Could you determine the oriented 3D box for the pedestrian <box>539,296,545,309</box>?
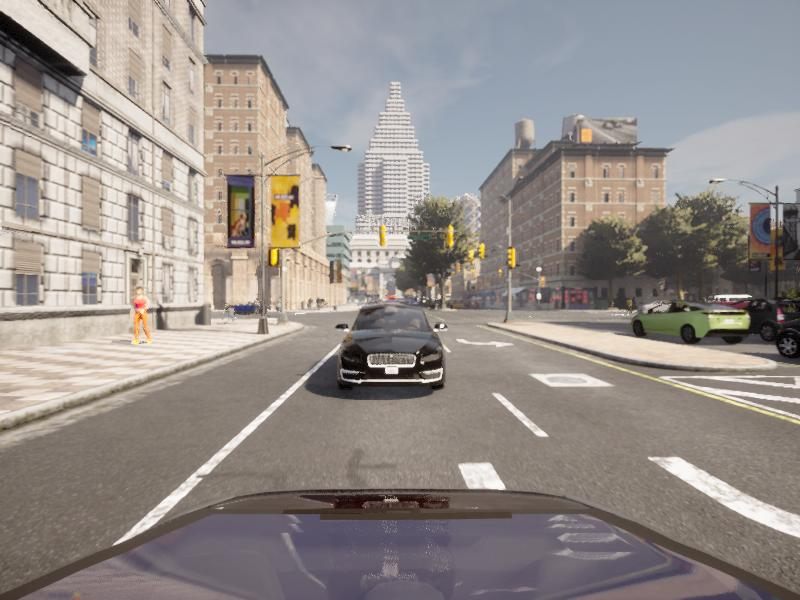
[{"bbox_3d":[21.651,0.396,60.962,0.751,1.860,0.751,0,0,2],"label":"pedestrian"}]

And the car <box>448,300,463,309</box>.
[{"bbox_3d":[9.813,0.705,71.617,1.801,1.575,5.366,0,0,-1],"label":"car"}]

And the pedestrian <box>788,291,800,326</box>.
[{"bbox_3d":[21.669,0.453,21.579,0.751,1.860,0.751,0,0,2],"label":"pedestrian"}]

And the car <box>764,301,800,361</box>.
[{"bbox_3d":[11.297,0.800,9.552,1.789,1.549,3.705,0,0,-1],"label":"car"}]

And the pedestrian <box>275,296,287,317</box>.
[{"bbox_3d":[-10.665,0.586,35.796,0.751,1.860,0.751,0,0,20],"label":"pedestrian"}]

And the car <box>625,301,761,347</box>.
[{"bbox_3d":[11.142,0.805,15.733,2.007,1.525,4.514,0,0,-1],"label":"car"}]

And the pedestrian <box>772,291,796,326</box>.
[{"bbox_3d":[21.108,0.452,22.004,0.751,1.860,0.751,0,0,21],"label":"pedestrian"}]

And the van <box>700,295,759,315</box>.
[{"bbox_3d":[34.698,0.509,42.216,4.480,2.038,2.069,0,0,-2],"label":"van"}]

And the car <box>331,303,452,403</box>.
[{"bbox_3d":[-0.181,0.832,8.560,1.837,1.490,4.892,0,0,-1],"label":"car"}]

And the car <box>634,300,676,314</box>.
[{"bbox_3d":[29.029,0.760,45.552,3.633,1.501,1.845,0,0,-2],"label":"car"}]

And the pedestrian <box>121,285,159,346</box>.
[{"bbox_3d":[-8.096,0.465,12.477,0.751,1.860,0.751,0,0,-7],"label":"pedestrian"}]

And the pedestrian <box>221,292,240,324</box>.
[{"bbox_3d":[-9.763,0.450,23.062,0.751,1.860,0.751,0,0,-2],"label":"pedestrian"}]

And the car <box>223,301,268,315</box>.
[{"bbox_3d":[-15.643,0.792,40.661,3.806,1.475,1.970,0,0,0],"label":"car"}]

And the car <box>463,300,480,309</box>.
[{"bbox_3d":[13.249,0.802,74.167,2.152,1.651,5.027,0,0,-1],"label":"car"}]

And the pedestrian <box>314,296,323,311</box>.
[{"bbox_3d":[-10.352,0.410,50.826,0.751,1.860,0.751,0,0,14],"label":"pedestrian"}]

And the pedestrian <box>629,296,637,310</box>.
[{"bbox_3d":[32.247,0.404,55.324,0.751,1.860,0.751,0,0,0],"label":"pedestrian"}]

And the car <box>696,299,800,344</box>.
[{"bbox_3d":[14.636,0.763,16.484,1.851,1.617,3.988,0,0,-1],"label":"car"}]

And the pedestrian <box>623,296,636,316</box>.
[{"bbox_3d":[22.015,0.581,38.377,0.751,1.860,0.751,0,0,-1],"label":"pedestrian"}]

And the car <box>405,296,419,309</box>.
[{"bbox_3d":[1.937,0.473,66.227,2.150,2.045,5.566,0,0,-1],"label":"car"}]
